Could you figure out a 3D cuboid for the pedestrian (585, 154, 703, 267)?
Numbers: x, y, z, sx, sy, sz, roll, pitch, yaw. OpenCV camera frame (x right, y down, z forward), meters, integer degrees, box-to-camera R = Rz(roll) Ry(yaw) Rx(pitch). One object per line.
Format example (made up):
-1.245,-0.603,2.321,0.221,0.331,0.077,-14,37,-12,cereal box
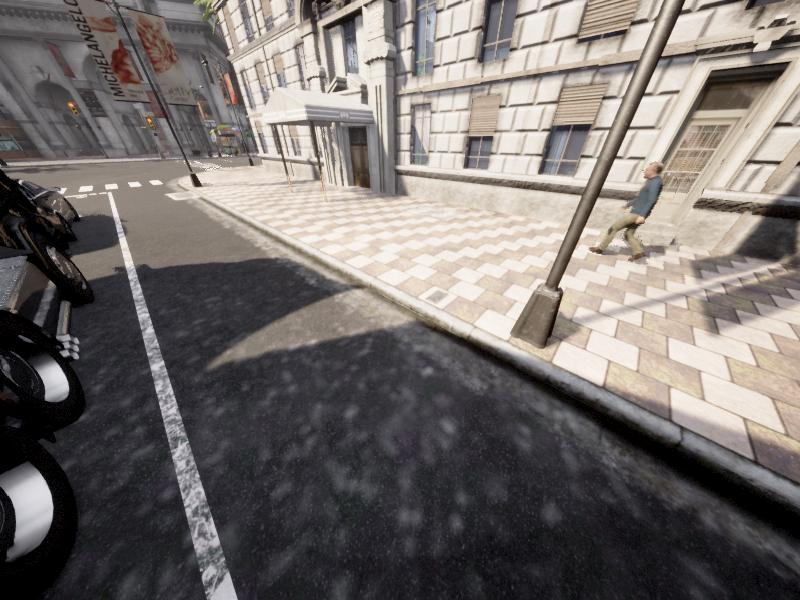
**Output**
4.586,-1.717,4.488,0.751,1.860,0.751,-24,41,-30,pedestrian

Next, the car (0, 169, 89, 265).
-10.634,-2.441,6.256,4.902,1.511,2.128,28,44,34,car

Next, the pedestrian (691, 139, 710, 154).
46.734,-23.849,35.920,0.751,1.860,0.751,7,36,11,pedestrian

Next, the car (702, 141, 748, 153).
60.552,-28.730,43.190,2.097,1.767,4.553,-30,44,-35,car

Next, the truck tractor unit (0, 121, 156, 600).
-4.848,-0.504,1.069,6.516,4.208,3.053,28,44,34,truck tractor unit
